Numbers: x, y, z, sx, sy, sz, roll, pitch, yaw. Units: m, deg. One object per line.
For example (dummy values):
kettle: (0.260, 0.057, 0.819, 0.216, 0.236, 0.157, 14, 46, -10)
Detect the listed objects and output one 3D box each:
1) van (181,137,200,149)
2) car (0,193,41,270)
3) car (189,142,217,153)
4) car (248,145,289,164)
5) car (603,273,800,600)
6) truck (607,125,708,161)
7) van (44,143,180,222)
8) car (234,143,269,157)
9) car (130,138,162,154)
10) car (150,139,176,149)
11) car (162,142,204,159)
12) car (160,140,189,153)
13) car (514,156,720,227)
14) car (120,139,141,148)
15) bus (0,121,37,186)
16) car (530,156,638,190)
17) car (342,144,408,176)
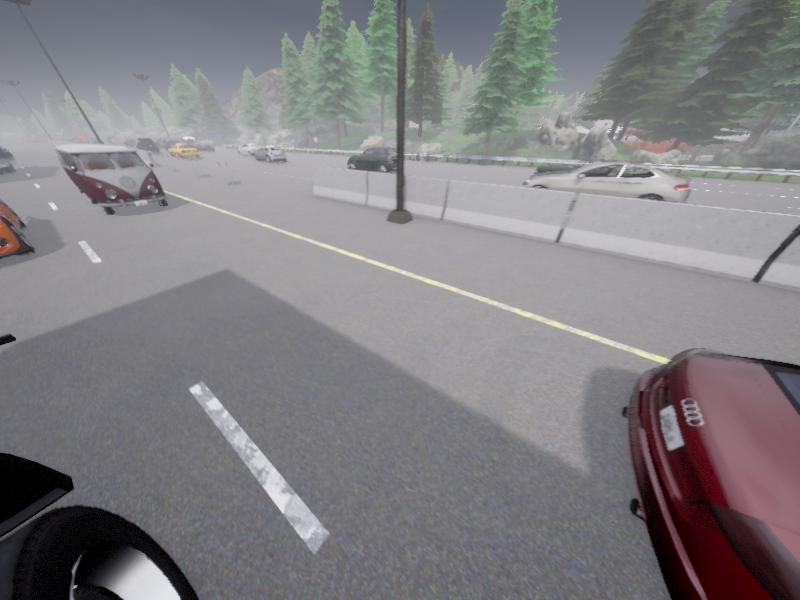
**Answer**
van: (-44.557, -33.406, 49.095, 2.069, 2.038, 4.480, -27, 44, -33)
car: (-10.248, -1.845, 4.856, 4.553, 1.767, 2.097, 22, 41, 28)
car: (-33.696, -26.040, 39.400, 4.718, 1.301, 1.895, 22, 41, 28)
car: (-13.974, -15.553, 24.577, 3.806, 1.475, 1.970, 22, 41, 28)
car: (3.494, 1.512, 0.627, 4.181, 1.385, 1.994, 22, 41, 28)
truck: (35.635, -22.306, 32.740, 8.468, 3.827, 2.891, 22, 41, 28)
van: (-10.466, -4.475, 8.425, 4.442, 1.987, 1.775, 23, 41, 28)
car: (-20.509, -20.685, 31.821, 4.674, 1.442, 1.812, 22, 41, 28)
car: (-38.239, -23.225, 34.825, 3.866, 1.878, 1.905, 22, 41, 28)
car: (-49.774, -32.720, 48.477, 4.611, 1.667, 2.242, 22, 41, 28)
car: (-26.561, -18.303, 28.242, 5.366, 1.575, 1.801, 22, 41, 28)
car: (-36.471, -24.847, 37.399, 3.988, 1.617, 1.851, 22, 41, 28)
car: (7.458, -4.351, 8.789, 5.027, 1.651, 2.152, 22, 41, 28)
car: (-57.647, -33.484, 49.452, 3.633, 1.501, 1.845, 22, 41, 28)
bus: (-26.364, -9.264, 13.088, 10.273, 4.253, 3.944, 28, 42, 34)
car: (10.816, -7.762, 13.962, 4.718, 1.301, 1.895, 22, 41, 28)
car: (-1.883, -10.722, 17.580, 4.553, 1.767, 2.097, 22, 41, 28)
